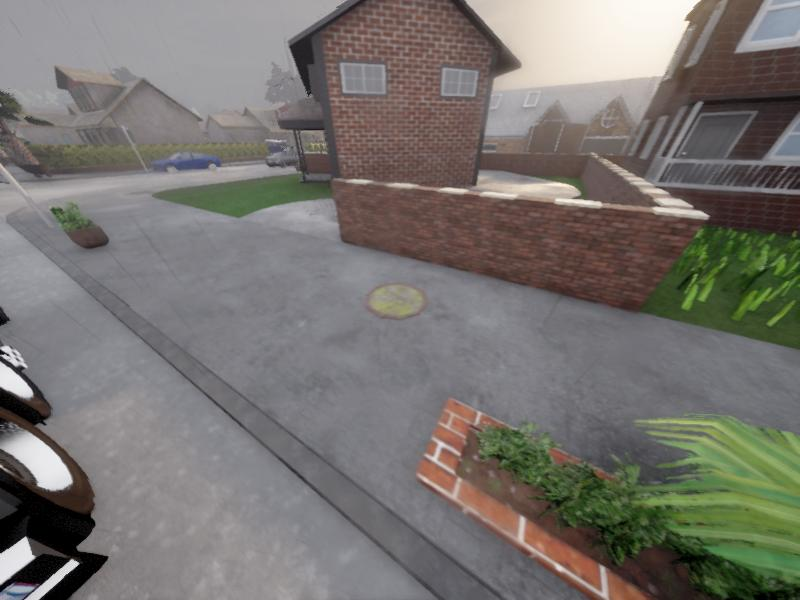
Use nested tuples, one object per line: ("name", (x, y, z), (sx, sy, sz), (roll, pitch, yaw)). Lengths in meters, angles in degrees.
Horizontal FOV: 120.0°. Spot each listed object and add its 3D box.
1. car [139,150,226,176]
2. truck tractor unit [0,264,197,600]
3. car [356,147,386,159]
("car", (-18.586, -12.044, 20.136), (1.882, 1.535, 5.008), (18, 39, 25))
("truck tractor unit", (-5.115, -0.295, 0.785), (6.516, 4.208, 3.053), (18, 39, 24))
("car", (-4.197, -21.815, 34.256), (1.895, 1.301, 4.718), (19, 39, 25))
